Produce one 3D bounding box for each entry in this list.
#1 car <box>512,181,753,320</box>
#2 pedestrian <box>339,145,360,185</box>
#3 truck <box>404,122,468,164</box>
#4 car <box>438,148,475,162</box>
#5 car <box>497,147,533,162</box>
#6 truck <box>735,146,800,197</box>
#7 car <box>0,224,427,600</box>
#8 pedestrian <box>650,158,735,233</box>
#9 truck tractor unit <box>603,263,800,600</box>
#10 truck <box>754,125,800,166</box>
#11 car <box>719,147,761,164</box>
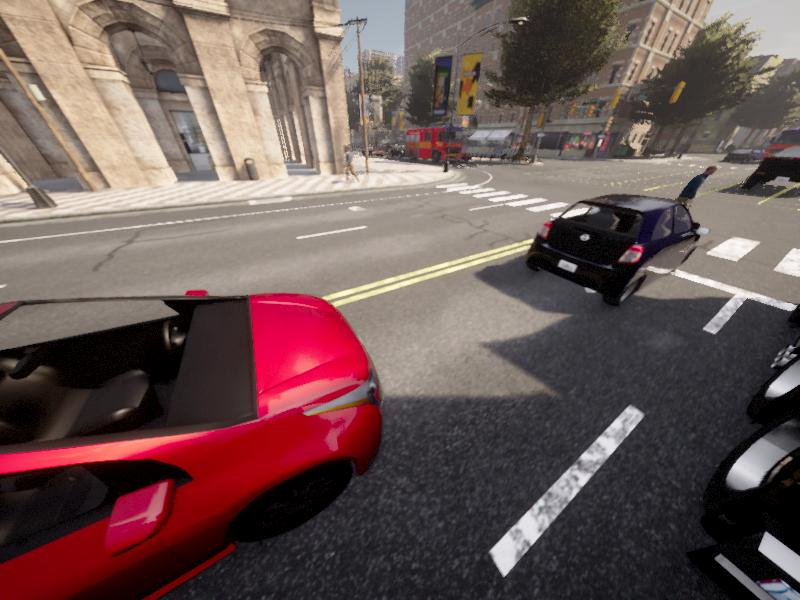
[{"bbox_3d":[4.399,-1.274,4.543,3.633,1.501,1.845,-18,39,-25],"label":"car"},{"bbox_3d":[-2.819,-7.580,12.949,0.751,1.860,0.751,-15,38,-21],"label":"pedestrian"},{"bbox_3d":[3.980,-19.402,28.604,2.891,3.827,8.468,-18,39,-24],"label":"truck"},{"bbox_3d":[7.310,-19.048,30.340,1.895,1.301,4.718,-18,39,-24],"label":"car"},{"bbox_3d":[15.620,-19.936,31.536,1.970,1.475,3.806,-17,39,-24],"label":"car"},{"bbox_3d":[22.453,-7.402,13.027,6.274,2.098,2.390,-18,39,-24],"label":"truck"},{"bbox_3d":[-2.330,0.922,1.327,4.514,1.525,2.007,-18,39,-24],"label":"car"},{"bbox_3d":[8.539,-3.061,6.821,0.751,1.860,0.751,-26,43,-32],"label":"pedestrian"},{"bbox_3d":[5.107,-0.304,0.790,6.516,4.208,3.053,-18,39,-24],"label":"truck tractor unit"},{"bbox_3d":[48.215,-18.836,28.202,8.468,3.827,2.891,-18,39,-25],"label":"truck"},{"bbox_3d":[45.291,-19.295,30.745,5.238,1.638,1.930,-19,39,-25],"label":"car"}]
